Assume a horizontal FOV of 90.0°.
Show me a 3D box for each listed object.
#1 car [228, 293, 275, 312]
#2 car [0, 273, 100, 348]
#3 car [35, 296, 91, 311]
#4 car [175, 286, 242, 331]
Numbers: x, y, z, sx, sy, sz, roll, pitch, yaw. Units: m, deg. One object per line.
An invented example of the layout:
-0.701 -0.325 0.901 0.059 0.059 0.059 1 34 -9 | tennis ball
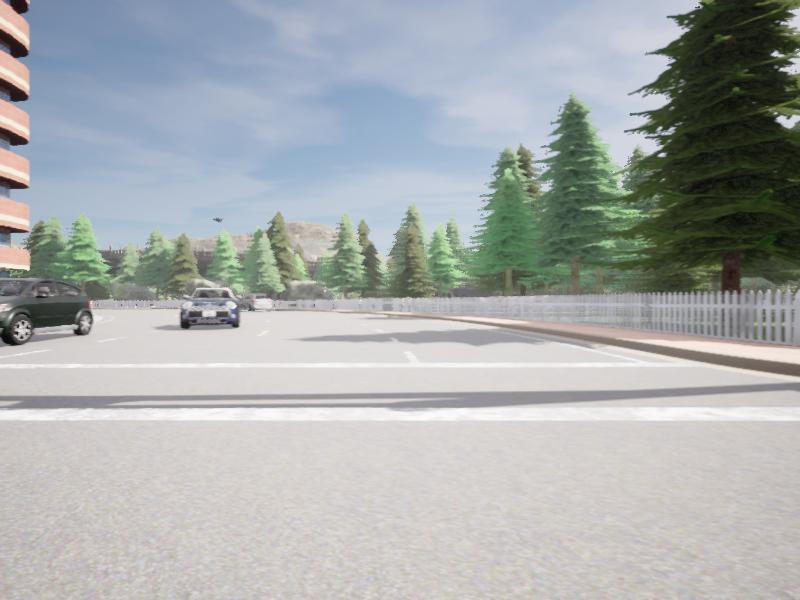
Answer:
-14.129 0.253 37.978 4.611 1.667 2.242 0 0 41 | car
-9.365 0.227 9.858 1.789 1.549 3.705 0 0 -12 | car
-37.834 0.396 44.970 4.974 1.542 2.038 0 0 9 | car
-7.090 0.275 15.193 1.970 1.475 3.806 0 0 -21 | car
